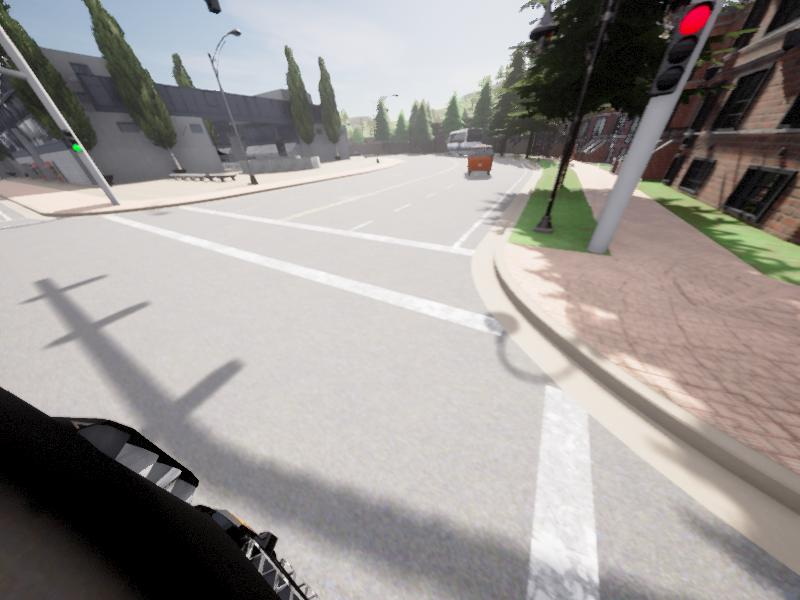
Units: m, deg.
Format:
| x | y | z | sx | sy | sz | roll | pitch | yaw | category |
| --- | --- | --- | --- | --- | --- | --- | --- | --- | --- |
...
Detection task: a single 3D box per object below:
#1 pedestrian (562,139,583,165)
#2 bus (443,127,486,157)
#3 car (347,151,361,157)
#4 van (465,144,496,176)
| x | y | z | sx | sy | sz | roll | pitch | yaw | category |
| --- | --- | --- | --- | --- | --- | --- | --- | --- | --- |
| 14.714 | -12.615 | 19.730 | 0.751 | 1.860 | 0.751 | 7 | 35 | 15 | pedestrian |
| 12.043 | -30.366 | 44.739 | 3.944 | 4.253 | 10.273 | -7 | 34 | -7 | bus |
| -15.203 | -47.968 | 75.914 | 4.181 | 1.385 | 1.994 | 16 | 38 | 27 | car |
| 6.461 | -11.575 | 19.018 | 1.775 | 1.987 | 4.442 | 5 | 34 | 11 | van |
